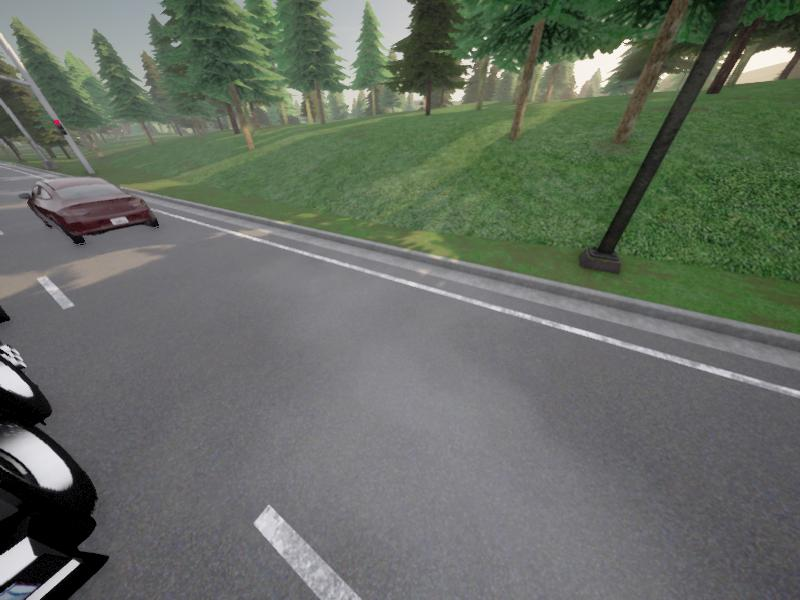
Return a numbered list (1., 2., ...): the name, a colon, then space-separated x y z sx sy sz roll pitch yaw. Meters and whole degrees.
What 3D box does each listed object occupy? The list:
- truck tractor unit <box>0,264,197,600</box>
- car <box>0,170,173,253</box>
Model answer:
1. truck tractor unit: -5.109 -0.304 0.775 6.516 4.208 3.053 18 39 24
2. car: -9.354 -2.864 6.923 4.674 1.442 1.812 18 39 25
